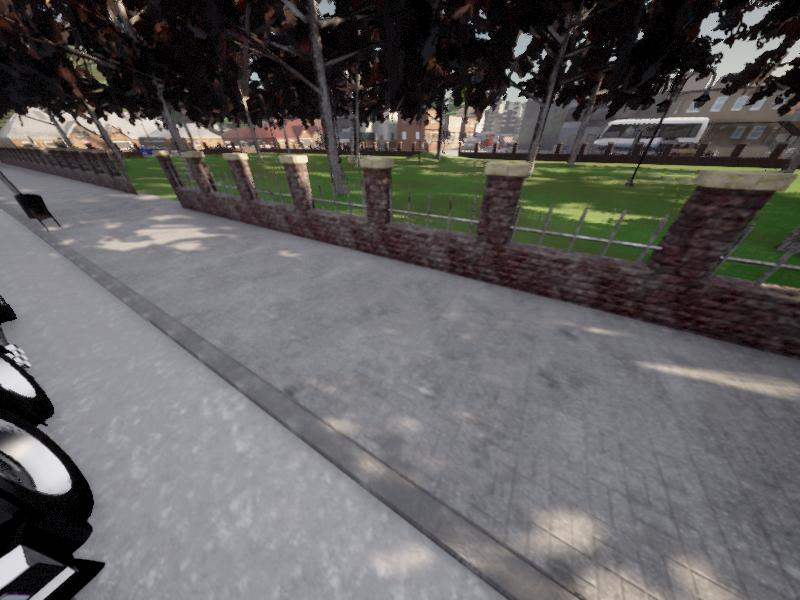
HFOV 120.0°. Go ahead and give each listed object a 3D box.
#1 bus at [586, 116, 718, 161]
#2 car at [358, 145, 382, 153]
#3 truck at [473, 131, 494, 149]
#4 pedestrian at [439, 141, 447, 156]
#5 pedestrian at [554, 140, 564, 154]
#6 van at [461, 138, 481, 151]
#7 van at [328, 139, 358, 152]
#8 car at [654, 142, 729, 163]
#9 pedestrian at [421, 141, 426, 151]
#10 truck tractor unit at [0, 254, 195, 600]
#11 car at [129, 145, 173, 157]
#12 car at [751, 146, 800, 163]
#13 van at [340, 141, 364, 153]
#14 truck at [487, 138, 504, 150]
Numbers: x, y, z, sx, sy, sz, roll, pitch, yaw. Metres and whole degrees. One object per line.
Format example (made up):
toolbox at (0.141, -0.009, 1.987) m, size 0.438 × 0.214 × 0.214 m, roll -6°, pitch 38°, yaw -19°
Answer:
bus at (31.426, -20.935, 30.077) m, size 10.273 × 4.253 × 3.944 m, roll 19°, pitch 39°, yaw 25°
car at (-6.404, -32.027, 48.882) m, size 4.718 × 1.301 × 1.895 m, roll 20°, pitch 40°, yaw 27°
truck at (23.187, -44.192, 63.889) m, size 2.891 × 3.827 × 8.468 m, roll 19°, pitch 39°, yaw 25°
pedestrian at (6.615, -23.290, 35.517) m, size 0.751 × 1.860 × 0.751 m, roll 25°, pitch 42°, yaw 31°
pedestrian at (25.908, -24.874, 37.636) m, size 0.751 × 1.860 × 0.751 m, roll 21°, pitch 40°, yaw 27°
van at (17.253, -37.568, 55.654) m, size 2.351 × 2.431 × 6.366 m, roll 20°, pitch 40°, yaw 26°
van at (-12.743, -34.805, 51.932) m, size 6.366 × 2.431 × 2.351 m, roll 18°, pitch 39°, yaw 24°
car at (32.933, -16.924, 26.376) m, size 4.605 × 1.855 × 1.932 m, roll 17°, pitch 39°, yaw 24°
pedestrian at (4.989, -32.813, 49.185) m, size 0.751 × 1.860 × 0.751 m, roll -8°, pitch 36°, yaw -11°
truck tractor unit at (-5.094, -0.317, 0.803) m, size 6.516 × 4.208 × 3.053 m, roll 19°, pitch 39°, yaw 25°
car at (-45.202, -27.213, 42.076) m, size 1.882 × 1.535 × 5.008 m, roll 18°, pitch 39°, yaw 24°
car at (43.229, -16.025, 25.383) m, size 4.674 × 1.442 × 1.812 m, roll 18°, pitch 39°, yaw 25°
van at (-9.662, -30.825, 46.580) m, size 4.442 × 1.987 × 1.775 m, roll 17°, pitch 38°, yaw 23°
truck at (24.946, -40.864, 60.289) m, size 2.627 × 2.467 × 5.204 m, roll 18°, pitch 39°, yaw 24°
